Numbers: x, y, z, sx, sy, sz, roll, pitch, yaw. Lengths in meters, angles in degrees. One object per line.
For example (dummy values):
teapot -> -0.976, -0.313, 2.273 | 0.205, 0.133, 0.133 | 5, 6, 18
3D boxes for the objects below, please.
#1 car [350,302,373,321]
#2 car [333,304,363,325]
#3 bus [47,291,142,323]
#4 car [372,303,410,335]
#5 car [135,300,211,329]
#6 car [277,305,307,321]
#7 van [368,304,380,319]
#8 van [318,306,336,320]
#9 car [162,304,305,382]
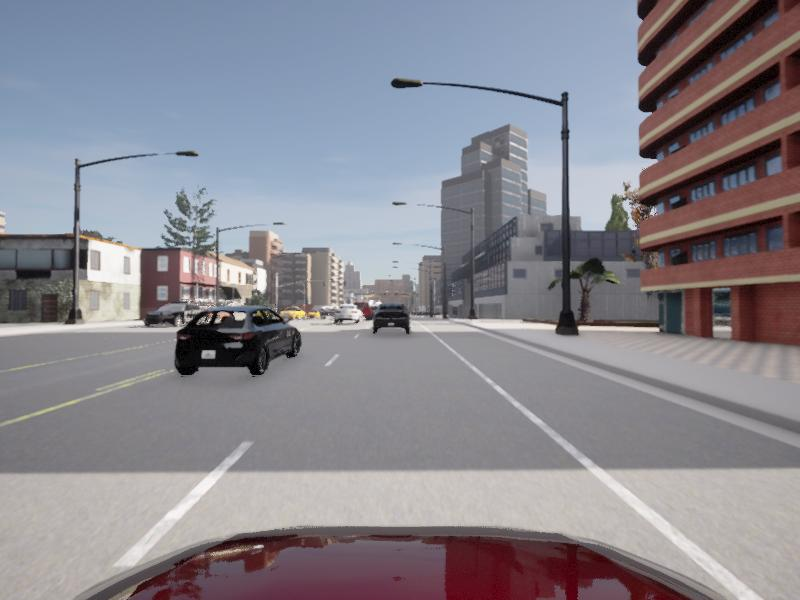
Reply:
car -> -4.328, 1.297, 45.718 | 2.150, 2.045, 5.566 | 0, -2, 0
car -> -3.924, 1.074, 30.904 | 1.812, 1.442, 4.674 | 0, -1, -1
bus -> -43.583, 1.015, 57.415 | 3.944, 4.253, 10.273 | -1, -2, 44
car -> -0.418, 0.901, 21.474 | 1.837, 1.490, 4.892 | 0, 0, 0
car -> -14.241, 0.875, 25.578 | 1.930, 1.638, 5.238 | 0, -1, 0
car -> -11.147, 1.353, 41.651 | 1.801, 1.575, 5.366 | 0, -2, -1
van -> -4.702, 2.084, 73.017 | 1.988, 2.561, 5.915 | 0, -1, -1
van -> -11.509, 2.071, 63.271 | 2.069, 2.038, 4.480 | 0, -2, -1
car -> -3.760, 0.871, 9.924 | 1.816, 1.474, 4.193 | 0, 0, 0
